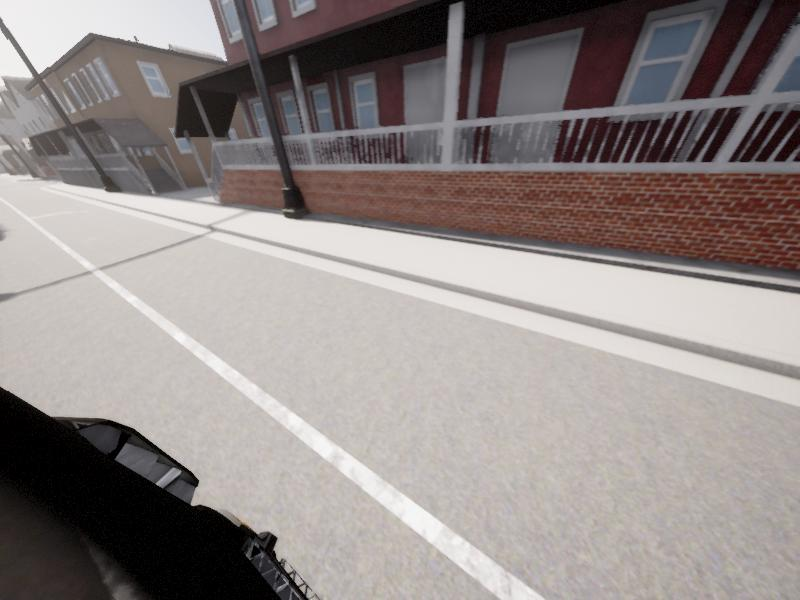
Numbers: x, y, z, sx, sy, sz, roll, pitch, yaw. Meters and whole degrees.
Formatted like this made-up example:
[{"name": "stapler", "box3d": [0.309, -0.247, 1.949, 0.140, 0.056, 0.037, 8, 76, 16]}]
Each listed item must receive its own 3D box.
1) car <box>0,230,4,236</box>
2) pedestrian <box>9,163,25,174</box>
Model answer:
[{"name": "car", "box3d": [-16.917, -3.099, 8.421, 4.674, 1.442, 1.812, 17, 39, 27]}, {"name": "pedestrian", "box3d": [-72.908, -25.044, 44.004, 0.751, 1.860, 0.751, 19, 40, 29]}]
